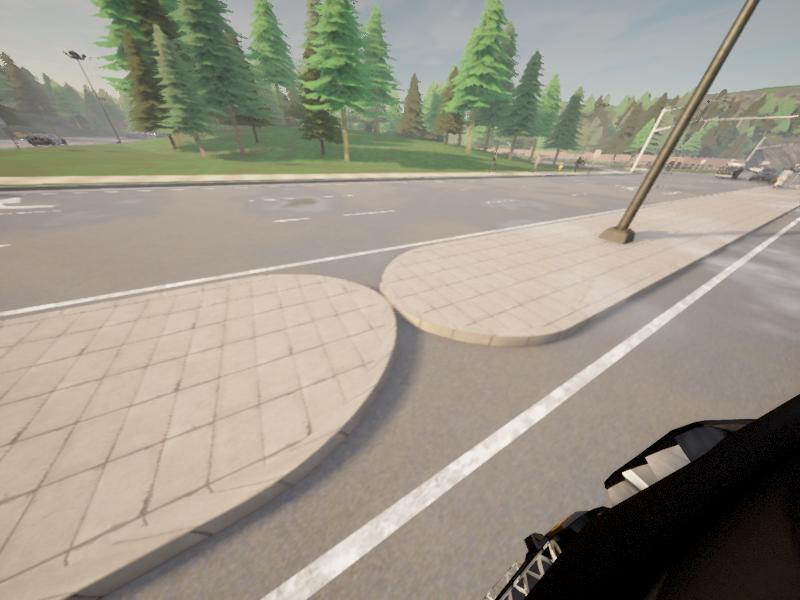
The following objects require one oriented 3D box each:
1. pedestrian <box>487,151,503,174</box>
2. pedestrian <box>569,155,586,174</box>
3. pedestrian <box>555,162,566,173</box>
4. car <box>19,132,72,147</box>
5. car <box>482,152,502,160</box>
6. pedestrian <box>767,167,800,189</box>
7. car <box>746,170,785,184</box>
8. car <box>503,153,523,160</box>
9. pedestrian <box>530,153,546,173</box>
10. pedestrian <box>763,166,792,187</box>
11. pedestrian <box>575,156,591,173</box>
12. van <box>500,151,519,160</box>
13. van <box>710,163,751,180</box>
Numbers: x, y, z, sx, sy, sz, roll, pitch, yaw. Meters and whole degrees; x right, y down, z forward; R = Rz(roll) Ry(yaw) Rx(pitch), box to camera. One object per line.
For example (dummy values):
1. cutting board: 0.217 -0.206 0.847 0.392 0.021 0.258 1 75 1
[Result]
1. pedestrian: 9.419 -13.658 22.980 0.751 1.860 0.751 -15 38 -25
2. pedestrian: 21.579 -16.443 28.059 0.751 1.860 0.751 -20 40 -30
3. pedestrian: 19.063 -15.689 27.426 0.500 1.100 0.500 -18 39 -28
4. car: -49.123 -22.421 32.202 2.038 1.542 4.974 -15 38 -25
5. car: 25.524 -40.222 64.328 2.033 1.649 4.856 -15 38 -25
6. pedestrian: 37.417 -11.896 22.513 0.751 1.860 0.751 -9 36 -18
7. car: 50.846 -17.177 32.167 4.181 1.385 1.994 -15 38 -25
8. car: 33.981 -43.455 69.842 2.038 1.542 4.974 -15 38 -25
9. pedestrian: 15.368 -15.228 25.774 0.751 1.860 0.751 -16 38 -25
10. pedestrian: 39.924 -13.064 24.446 0.751 1.860 0.751 -16 38 -25
11. pedestrian: 23.640 -17.536 29.846 0.751 1.860 0.751 -12 37 -22
12. van: 31.704 -41.980 67.114 1.775 1.987 4.442 -15 38 -25
13. van: 49.729 -19.381 34.746 4.480 2.038 2.069 -16 38 -24
